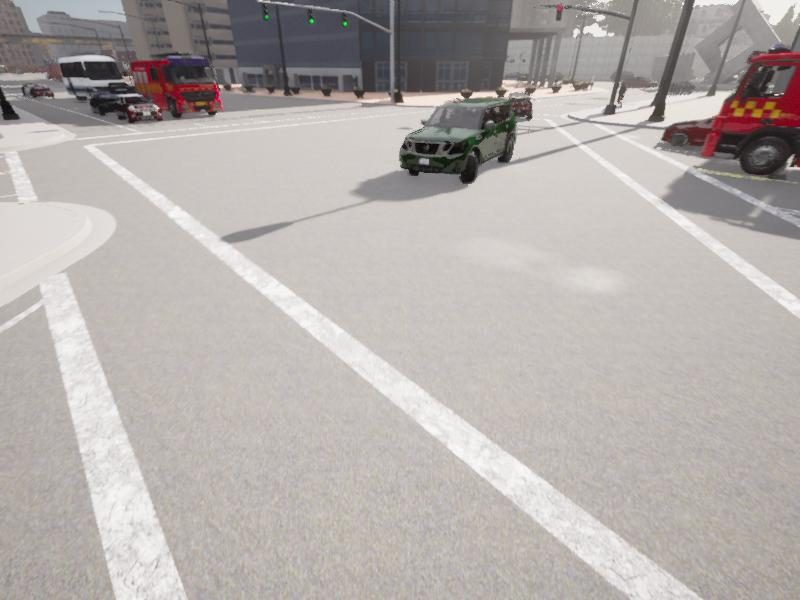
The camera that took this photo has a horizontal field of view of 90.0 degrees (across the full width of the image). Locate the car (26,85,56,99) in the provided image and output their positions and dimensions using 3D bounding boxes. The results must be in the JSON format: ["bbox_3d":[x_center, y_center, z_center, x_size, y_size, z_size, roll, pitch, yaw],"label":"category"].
[{"bbox_3d":[-45.061,-26.121,50.229,1.994,1.385,4.181,-27,39,-37],"label":"car"}]

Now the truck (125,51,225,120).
[{"bbox_3d":[-16.137,-15.349,28.530,2.891,3.827,8.468,-27,39,-38],"label":"truck"}]

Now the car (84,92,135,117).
[{"bbox_3d":[-21.616,-14.579,29.718,1.994,1.385,4.181,-26,39,-37],"label":"car"}]

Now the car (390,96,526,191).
[{"bbox_3d":[2.112,-5.359,13.082,2.150,2.045,5.566,16,34,27],"label":"car"}]

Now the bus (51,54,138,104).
[{"bbox_3d":[-33.193,-23.942,43.343,10.273,4.253,3.944,23,37,35],"label":"bus"}]

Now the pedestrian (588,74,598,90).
[{"bbox_3d":[25.434,-28.751,52.836,0.751,1.860,0.751,14,33,22],"label":"pedestrian"}]

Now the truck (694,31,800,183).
[{"bbox_3d":[13.991,-5.121,10.898,2.891,3.827,8.468,-27,39,-37],"label":"truck"}]

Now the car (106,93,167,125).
[{"bbox_3d":[-16.719,-12.157,25.350,1.970,1.475,3.806,-27,39,-37],"label":"car"}]

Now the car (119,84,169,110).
[{"bbox_3d":[-21.857,-17.328,34.078,2.097,1.767,4.553,-27,39,-37],"label":"car"}]

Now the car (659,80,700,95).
[{"bbox_3d":[33.838,-25.691,48.350,4.892,1.490,1.837,-18,35,-28],"label":"car"}]

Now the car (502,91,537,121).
[{"bbox_3d":[7.885,-13.020,26.728,1.816,1.474,4.193,5,31,11],"label":"car"}]

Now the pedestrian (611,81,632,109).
[{"bbox_3d":[16.650,-15.424,30.109,0.751,1.860,0.751,-25,39,-36],"label":"pedestrian"}]

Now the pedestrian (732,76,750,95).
[{"bbox_3d":[39.078,-24.615,45.834,0.751,1.860,0.751,-6,31,-10],"label":"pedestrian"}]

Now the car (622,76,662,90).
[{"bbox_3d":[38.000,-34.197,63.003,2.152,1.651,5.027,-12,32,-19],"label":"car"}]

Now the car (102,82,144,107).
[{"bbox_3d":[-26.160,-19.466,37.783,3.866,1.878,1.905,26,39,38],"label":"car"}]

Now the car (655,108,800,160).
[{"bbox_3d":[13.318,-6.925,16.430,1.994,1.385,4.181,-26,39,-37],"label":"car"}]
